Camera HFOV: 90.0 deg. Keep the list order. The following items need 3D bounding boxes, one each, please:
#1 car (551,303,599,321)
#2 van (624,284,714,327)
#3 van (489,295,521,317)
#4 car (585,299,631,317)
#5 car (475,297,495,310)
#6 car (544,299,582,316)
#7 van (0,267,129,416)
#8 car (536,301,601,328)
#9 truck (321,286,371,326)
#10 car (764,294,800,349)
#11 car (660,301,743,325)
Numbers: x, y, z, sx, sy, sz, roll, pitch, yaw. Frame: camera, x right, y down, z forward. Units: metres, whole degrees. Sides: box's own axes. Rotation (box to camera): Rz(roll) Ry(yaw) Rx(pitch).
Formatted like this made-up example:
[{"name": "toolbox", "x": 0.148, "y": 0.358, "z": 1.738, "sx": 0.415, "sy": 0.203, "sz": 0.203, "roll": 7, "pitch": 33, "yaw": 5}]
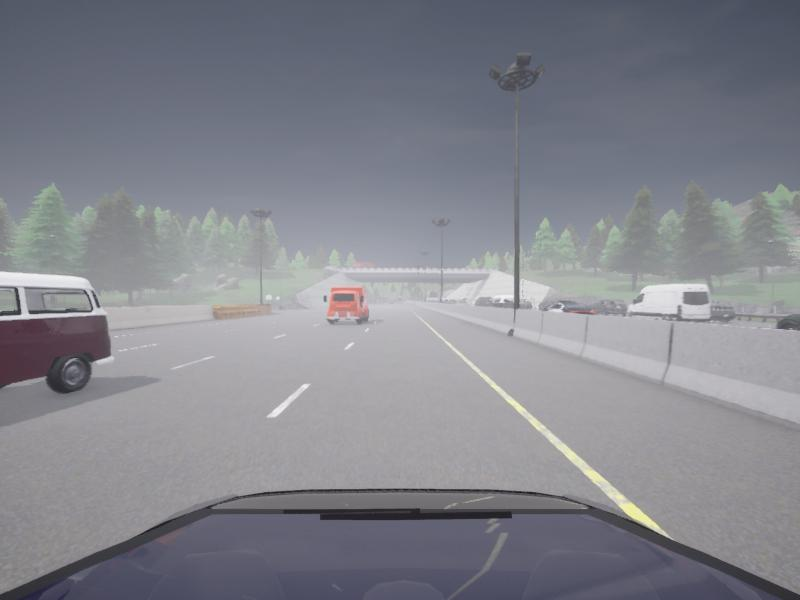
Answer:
[{"name": "car", "x": 14.001, "y": 0.909, "z": 32.287, "sx": 1.994, "sy": 1.385, "sz": 4.181, "roll": 0, "pitch": 0, "yaw": 0}, {"name": "van", "x": 17.506, "y": 0.325, "z": 26.516, "sx": 1.988, "sy": 2.561, "sz": 5.915, "roll": 0, "pitch": 0, "yaw": 0}, {"name": "van", "x": 10.500, "y": 0.574, "z": 40.357, "sx": 2.069, "sy": 2.038, "sz": 4.480, "roll": 0, "pitch": 0, "yaw": 0}, {"name": "car", "x": 21.000, "y": 0.760, "z": 40.639, "sx": 2.242, "sy": 1.667, "sz": 4.611, "roll": 0, "pitch": 0, "yaw": 0}, {"name": "car", "x": 14.000, "y": 0.572, "z": 66.559, "sx": 2.150, "sy": 2.045, "sz": 5.566, "roll": 0, "pitch": 0, "yaw": 0}, {"name": "car", "x": 17.502, "y": 0.759, "z": 43.250, "sx": 2.242, "sy": 1.667, "sz": 4.611, "roll": 0, "pitch": 0, "yaw": 0}, {"name": "van", "x": -6.514, "y": 0.573, "z": 5.626, "sx": 2.069, "sy": 2.038, "sz": 4.480, "roll": 0, "pitch": 0, "yaw": 6}, {"name": "car", "x": 10.500, "y": 0.832, "z": 25.444, "sx": 2.038, "sy": 1.542, "sz": 4.974, "roll": 0, "pitch": 0, "yaw": 0}, {"name": "truck", "x": -3.497, "y": 0.358, "z": 27.037, "sx": 2.627, "sy": 2.467, "sz": 5.204, "roll": 0, "pitch": 0, "yaw": 0}, {"name": "car", "x": 14.000, "y": 0.695, "z": 11.938, "sx": 2.097, "sy": 1.767, "sz": 4.553, "roll": 0, "pitch": 0, "yaw": 0}, {"name": "car", "x": 20.999, "y": 0.838, "z": 28.205, "sx": 2.128, "sy": 1.511, "sz": 4.902, "roll": 0, "pitch": 0, "yaw": 0}]
